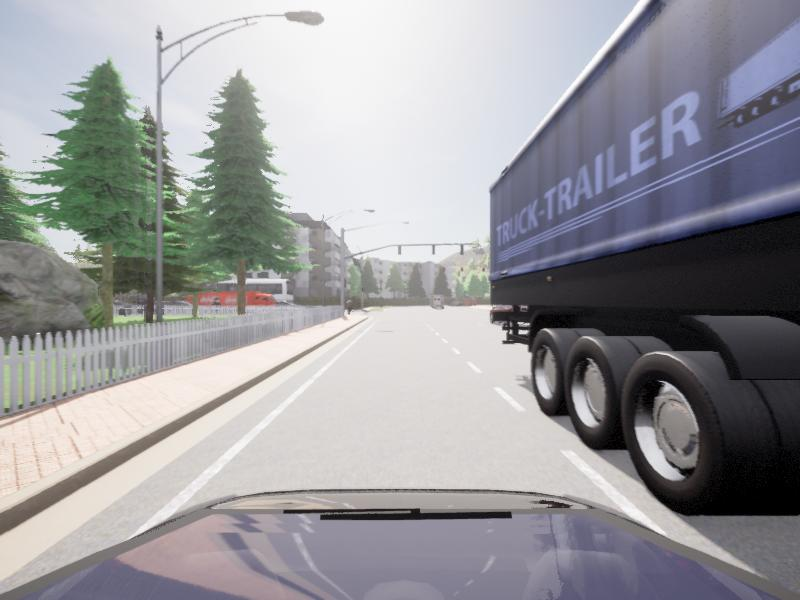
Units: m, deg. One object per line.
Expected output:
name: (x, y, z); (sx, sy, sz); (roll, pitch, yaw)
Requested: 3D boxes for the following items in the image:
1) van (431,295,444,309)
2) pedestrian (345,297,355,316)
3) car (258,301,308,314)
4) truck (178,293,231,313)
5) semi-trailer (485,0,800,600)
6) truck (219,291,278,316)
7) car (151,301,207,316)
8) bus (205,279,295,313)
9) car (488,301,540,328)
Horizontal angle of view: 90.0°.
van: (6.928, 0.373, 74.220); (2.351, 2.431, 6.366); (0, 0, 5)
pedestrian: (-4.987, 0.637, 39.851); (0.751, 1.860, 0.751); (0, 0, 7)
car: (-13.134, 0.836, 45.129); (4.902, 1.511, 2.128); (0, 0, 2)
truck: (-23.764, 0.356, 48.895); (5.204, 2.467, 2.627); (0, 0, 2)
semi-trailer: (3.312, -0.618, 1.731); (2.717, 4.402, 14.254); (0, 0, -1)
truck: (-15.680, 0.357, 41.692); (5.204, 2.467, 2.627); (0, 0, 2)
car: (-23.035, 0.844, 41.876); (4.892, 1.490, 1.837); (0, 0, 1)
bus: (-19.361, -0.534, 52.167); (10.273, 4.253, 3.944); (0, 0, 1)
car: (6.998, 0.823, 25.113); (1.882, 1.535, 5.008); (0, 0, 0)
